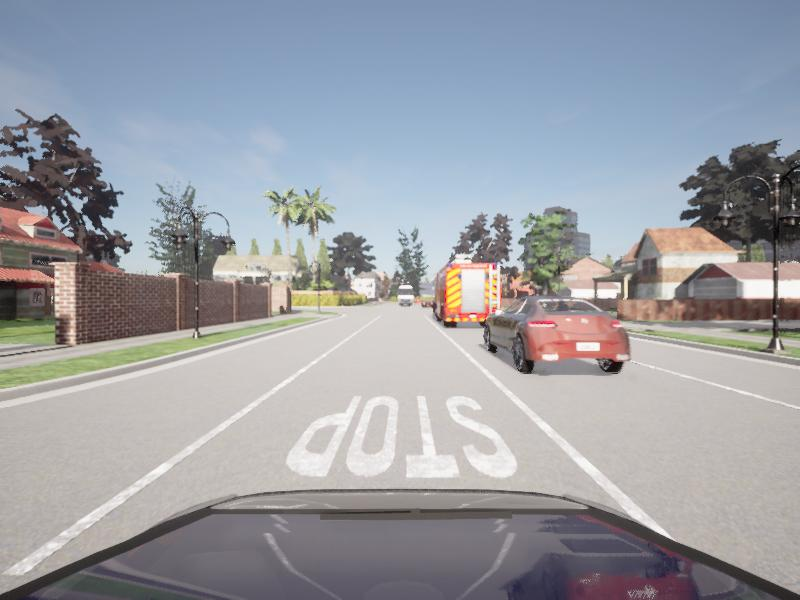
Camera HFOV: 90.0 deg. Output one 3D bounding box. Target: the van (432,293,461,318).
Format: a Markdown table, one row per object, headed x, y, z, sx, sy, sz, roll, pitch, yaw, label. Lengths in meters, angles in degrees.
| x | y | z | sx | sy | sz | roll | pitch | yaw | label |
| --- | --- | --- | --- | --- | --- | --- | --- | --- | --- |
| 3.805 | 0.425 | 33.391 | 1.775 | 1.987 | 4.442 | 0 | 0 | -2 | van |

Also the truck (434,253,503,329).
| x | y | z | sx | sy | sz | roll | pitch | yaw | label |
| --- | --- | --- | --- | --- | --- | --- | --- | --- | --- |
| 3.815 | -0.454 | 24.476 | 2.891 | 3.827 | 8.468 | 0 | 0 | 1 | truck |

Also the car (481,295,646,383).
| x | y | z | sx | sy | sz | roll | pitch | yaw | label |
| --- | --- | --- | --- | --- | --- | --- | --- | --- | --- |
| 3.599 | 0.723 | 10.062 | 2.152 | 1.651 | 5.027 | 0 | 0 | 1 | car |

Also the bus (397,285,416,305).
| x | y | z | sx | sy | sz | roll | pitch | yaw | label |
| --- | --- | --- | --- | --- | --- | --- | --- | --- | --- |
| 1.445 | -0.995 | 90.490 | 3.944 | 4.253 | 10.273 | 0 | 0 | 1 | bus |
